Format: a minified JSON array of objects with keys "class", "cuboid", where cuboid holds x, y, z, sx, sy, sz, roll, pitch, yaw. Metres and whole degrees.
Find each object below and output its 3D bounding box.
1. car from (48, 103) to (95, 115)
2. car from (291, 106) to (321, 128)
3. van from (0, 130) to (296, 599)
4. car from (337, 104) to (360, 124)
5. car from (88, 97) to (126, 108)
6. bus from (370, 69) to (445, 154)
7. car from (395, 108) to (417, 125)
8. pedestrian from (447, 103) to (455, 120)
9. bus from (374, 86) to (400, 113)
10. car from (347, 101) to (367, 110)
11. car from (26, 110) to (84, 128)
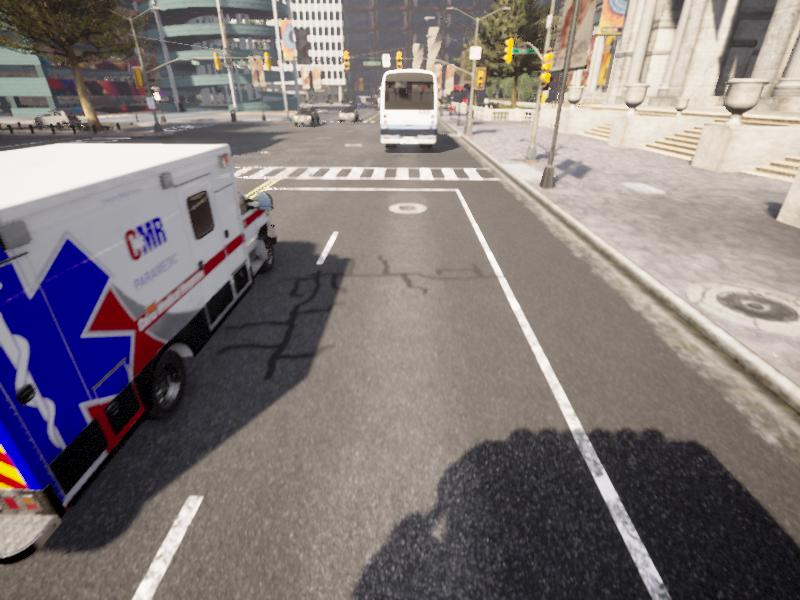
[{"class":"car","cuboid":[-48.782,-28.471,59.556,4.902,1.511,2.128,1,27,1]},{"class":"car","cuboid":[-9.568,-18.890,41.152,1.932,1.855,4.605,1,28,1]},{"class":"van","cuboid":[-3.409,-0.544,4.981,2.351,2.431,6.366,1,27,1]},{"class":"car","cuboid":[-5.936,-21.796,46.816,1.932,1.855,4.605,1,29,1]},{"class":"car","cuboid":[-60.382,-40.798,82.639,5.566,2.045,2.435,1,27,1]},{"class":"bus","cuboid":[0.490,-12.714,26.667,3.944,4.253,10.273,1,28,1]},{"class":"car","cuboid":[0.739,-20.972,45.676,2.038,1.542,4.974,3,28,6]},{"class":"pedestrian","cuboid":[6.288,-23.338,49.567,0.751,1.860,0.751,10,29,18]},{"class":"bus","cuboid":[-2.566,-37.768,75.285,3.944,4.253,10.273,-3,27,-6]},{"class":"car","cuboid":[-10.001,-45.345,93.116,2.152,1.651,5.027,-20,33,-34]},{"class":"car","cuboid":[-33.180,-17.474,38.576,3.633,1.501,1.845,0,27,1]}]
